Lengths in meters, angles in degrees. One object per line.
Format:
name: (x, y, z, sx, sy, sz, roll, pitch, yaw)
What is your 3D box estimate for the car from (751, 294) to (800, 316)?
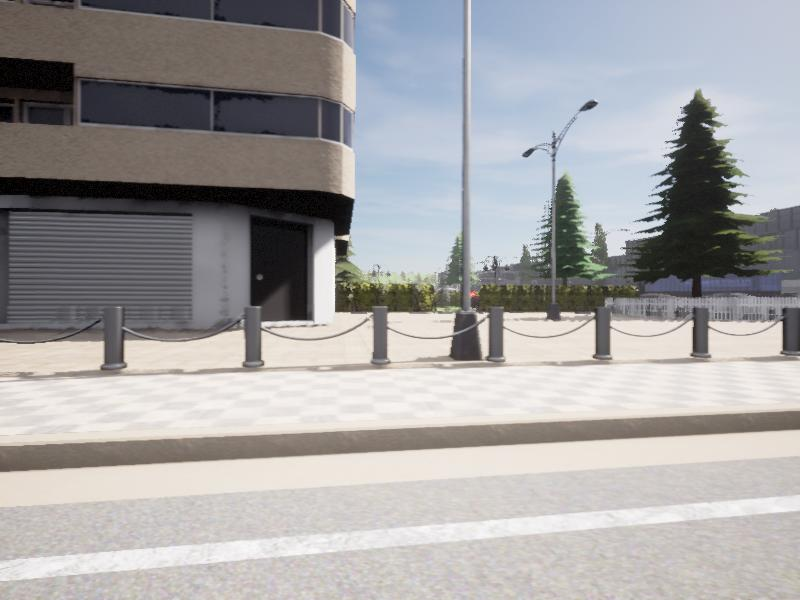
car: (28.660, 0.336, 29.089, 2.007, 1.525, 4.514, 0, 0, -9)

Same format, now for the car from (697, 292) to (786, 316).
car: (25.045, 0.272, 29.589, 2.033, 1.649, 4.856, 0, 0, -9)

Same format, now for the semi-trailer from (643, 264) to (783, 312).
semi-trailer: (33.444, -1.100, 44.258, 2.717, 4.402, 14.254, 0, 0, -9)

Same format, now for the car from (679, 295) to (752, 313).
car: (27.703, 0.340, 35.387, 2.128, 1.511, 4.902, 0, 0, -9)

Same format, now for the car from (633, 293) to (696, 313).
car: (23.986, 0.246, 36.544, 2.242, 1.667, 4.611, 0, 0, -9)

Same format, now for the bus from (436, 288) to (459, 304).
bus: (12.893, -1.086, 109.826, 3.944, 4.253, 10.273, 0, 0, -8)

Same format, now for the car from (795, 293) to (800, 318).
car: (26.088, 0.324, 22.711, 2.038, 1.542, 4.974, 0, 0, -9)
